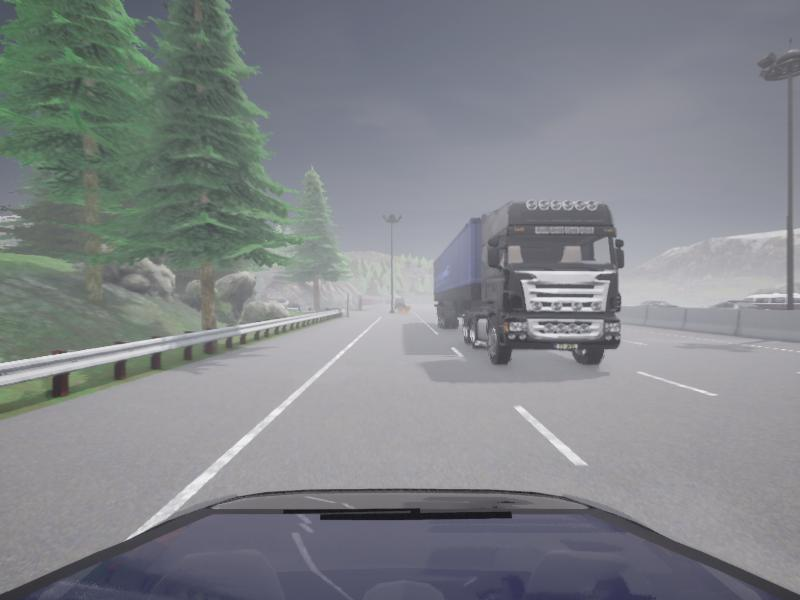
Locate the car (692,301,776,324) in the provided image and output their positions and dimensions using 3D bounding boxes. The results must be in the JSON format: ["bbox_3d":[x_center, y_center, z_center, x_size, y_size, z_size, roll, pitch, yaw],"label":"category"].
[{"bbox_3d":[24.497,0.835,29.666,2.038,1.542,4.974,0,0,0],"label":"car"}]

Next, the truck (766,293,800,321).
[{"bbox_3d":[31.494,0.549,29.974,2.390,2.098,6.274,0,0,0],"label":"truck"}]

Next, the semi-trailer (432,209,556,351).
[{"bbox_3d":[3.495,-0.618,19.572,2.717,4.402,14.254,0,0,0],"label":"semi-trailer"}]

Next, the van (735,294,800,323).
[{"bbox_3d":[27.996,0.578,29.913,2.069,2.038,4.480,0,0,0],"label":"van"}]

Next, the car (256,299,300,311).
[{"bbox_3d":[-15.312,0.641,50.429,4.974,1.542,2.038,0,0,0],"label":"car"}]

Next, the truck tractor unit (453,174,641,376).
[{"bbox_3d":[3.511,-0.525,11.651,3.053,4.208,6.516,0,0,0],"label":"truck tractor unit"}]

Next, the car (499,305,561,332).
[{"bbox_3d":[6.997,0.949,22.084,1.895,1.301,4.718,0,0,0],"label":"car"}]
